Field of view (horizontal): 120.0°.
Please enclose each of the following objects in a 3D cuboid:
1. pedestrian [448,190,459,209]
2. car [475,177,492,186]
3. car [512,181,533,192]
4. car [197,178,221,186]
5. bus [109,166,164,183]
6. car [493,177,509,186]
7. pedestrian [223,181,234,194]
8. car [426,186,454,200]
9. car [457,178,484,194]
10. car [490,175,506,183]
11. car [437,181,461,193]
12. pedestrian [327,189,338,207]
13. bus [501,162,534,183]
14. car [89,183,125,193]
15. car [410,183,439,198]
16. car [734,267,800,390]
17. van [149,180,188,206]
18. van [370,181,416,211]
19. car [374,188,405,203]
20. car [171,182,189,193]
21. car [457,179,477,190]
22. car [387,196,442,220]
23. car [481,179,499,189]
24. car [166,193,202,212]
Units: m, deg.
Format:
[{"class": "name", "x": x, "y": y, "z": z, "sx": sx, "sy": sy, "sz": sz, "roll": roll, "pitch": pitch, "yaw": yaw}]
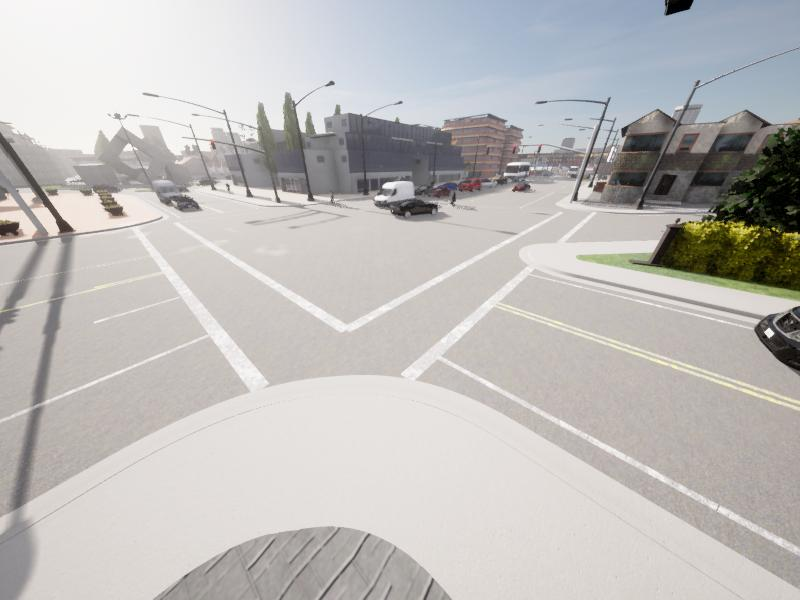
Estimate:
[{"class": "pedestrian", "x": 5.976, "y": -11.209, "z": 25.782, "sx": 0.751, "sy": 1.860, "sz": 0.751, "roll": 17, "pitch": 34, "yaw": 27}, {"class": "car", "x": 19.048, "y": -27.065, "z": 52.719, "sx": 1.994, "sy": 1.385, "sz": 4.181, "roll": 23, "pitch": 39, "yaw": 34}, {"class": "car", "x": 22.271, "y": -20.624, "z": 41.988, "sx": 1.994, "sy": 1.385, "sz": 4.181, "roll": 23, "pitch": 38, "yaw": 34}, {"class": "car", "x": -49.085, "y": -30.434, "z": 59.528, "sx": 1.837, "sy": 1.490, "sz": 4.892, "roll": 4, "pitch": 30, "yaw": 6}, {"class": "bus", "x": -82.953, "y": -39.792, "z": 72.971, "sx": 3.944, "sy": 4.253, "sz": 10.273, "roll": 23, "pitch": 37, "yaw": 34}, {"class": "car", "x": 22.601, "y": -26.542, "z": 51.635, "sx": 1.816, "sy": 1.474, "sz": 4.193, "roll": 23, "pitch": 38, "yaw": 34}, {"class": "pedestrian", "x": -28.397, "y": -18.549, "z": 38.235, "sx": 0.751, "sy": 1.860, "sz": 0.751, "roll": 21, "pitch": 36, "yaw": 31}, {"class": "car", "x": 6.003, "y": -16.104, "z": 34.629, "sx": 1.812, "sy": 1.442, "sz": 4.674, "roll": 23, "pitch": 37, "yaw": 34}, {"class": "car", "x": 12.671, "y": -20.490, "z": 41.374, "sx": 2.150, "sy": 2.045, "sz": 5.566, "roll": 23, "pitch": 38, "yaw": 34}, {"class": "car", "x": 24.780, "y": -30.750, "z": 58.530, "sx": 1.882, "sy": 1.535, "sz": 5.008, "roll": 23, "pitch": 38, "yaw": 34}, {"class": "car", "x": 9.108, "y": -20.855, "z": 42.555, "sx": 1.882, "sy": 1.535, "sz": 5.008, "roll": 23, "pitch": 38, "yaw": 34}, {"class": "pedestrian", "x": -7.968, "y": -12.032, "z": 27.242, "sx": 0.751, "sy": 1.860, "sz": 0.751, "roll": 1, "pitch": 30, "yaw": 2}, {"class": "bus", "x": 29.439, "y": -31.921, "z": 57.776, "sx": 3.944, "sy": 4.253, "sz": 10.273, "roll": 23, "pitch": 38, "yaw": 34}, {"class": "car", "x": -52.919, "y": -20.188, "z": 41.745, "sx": 3.633, "sy": 1.501, "sz": 1.845, "roll": 2, "pitch": 30, "yaw": 4}, {"class": "car", "x": 3.922, "y": -17.700, "z": 37.198, "sx": 1.930, "sy": 1.638, "sz": 5.238, "roll": 22, "pitch": 37, "yaw": 34}, {"class": "car", "x": 11.035, "y": 1.388, "z": 3.860, "sx": 5.566, "sy": 2.045, "sz": 2.150, "roll": 23, "pitch": 37, "yaw": 34}, {"class": "van", "x": -29.988, "y": -13.922, "z": 29.887, "sx": 5.915, "sy": 2.561, "sz": 1.988, "roll": 23, "pitch": 37, "yaw": 34}, {"class": "van", "x": -0.644, "y": -12.329, "z": 27.112, "sx": 1.988, "sy": 2.561, "sz": 5.915, "roll": 20, "pitch": 36, "yaw": 31}, {"class": "car", "x": -1.330, "y": -14.448, "z": 31.803, "sx": 1.816, "sy": 1.474, "sz": 4.193, "roll": 23, "pitch": 37, "yaw": 34}, {"class": "car", "x": -42.650, "y": -21.908, "z": 44.862, "sx": 2.033, "sy": 1.411, "sz": 5.357, "roll": -22, "pitch": 36, "yaw": -33}, {"class": "car", "x": 13.764, "y": -23.759, "z": 47.325, "sx": 1.837, "sy": 1.490, "sz": 4.892, "roll": 23, "pitch": 39, "yaw": 34}, {"class": "car", "x": 1.445, "y": -8.970, "z": 22.302, "sx": 5.008, "sy": 1.535, "sz": 1.882, "roll": -17, "pitch": 34, "yaw": -26}, {"class": "car", "x": 18.509, "y": -23.919, "z": 47.486, "sx": 1.812, "sy": 1.442, "sz": 4.674, "roll": 23, "pitch": 39, "yaw": 34}, {"class": "car", "x": -24.281, "y": -11.043, "z": 25.962, "sx": 4.193, "sy": 1.474, "sz": 1.816, "roll": 23, "pitch": 37, "yaw": 34}]
